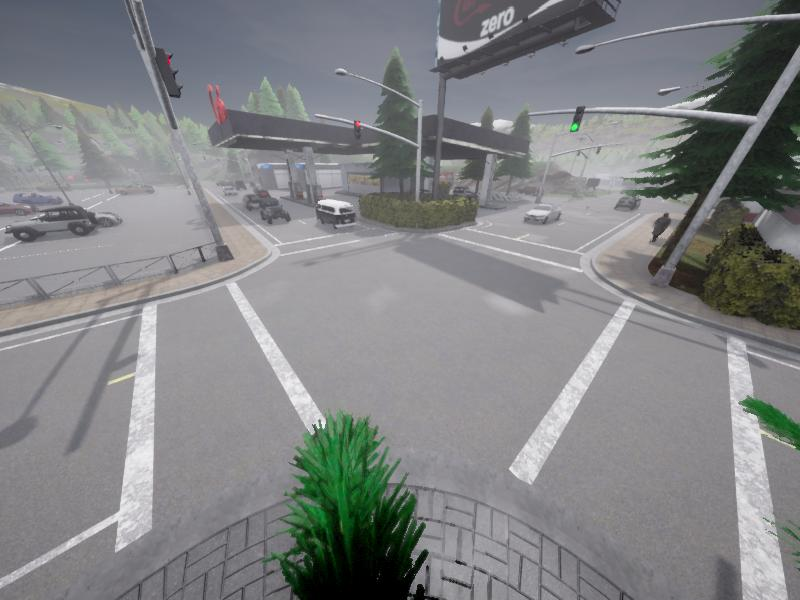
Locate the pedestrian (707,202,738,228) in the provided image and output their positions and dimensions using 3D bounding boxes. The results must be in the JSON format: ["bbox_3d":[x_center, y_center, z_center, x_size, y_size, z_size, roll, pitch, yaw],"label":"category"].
[{"bbox_3d":[25.952,-6.837,18.611,0.751,1.860,0.751,-21,36,-32],"label":"pedestrian"}]

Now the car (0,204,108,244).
[{"bbox_3d":[-23.841,-5.383,15.979,3.866,1.878,1.905,-23,37,-34],"label":"car"}]

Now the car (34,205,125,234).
[{"bbox_3d":[-25.501,-6.610,18.671,3.806,1.475,1.970,-23,37,-34],"label":"car"}]

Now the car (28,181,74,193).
[{"bbox_3d":[-71.424,-23.287,47.456,4.605,1.855,1.932,-23,37,-34],"label":"car"}]

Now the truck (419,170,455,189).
[{"bbox_3d":[8.601,-29.045,55.477,2.891,3.827,8.468,-22,37,-33],"label":"truck"}]

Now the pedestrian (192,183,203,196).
[{"bbox_3d":[-34.446,-18.759,39.274,0.751,1.860,0.751,-23,37,-35],"label":"pedestrian"}]

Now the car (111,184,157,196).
[{"bbox_3d":[-47.482,-19.774,41.410,5.027,1.636,2.152,-23,37,-34],"label":"car"}]

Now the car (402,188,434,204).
[{"bbox_3d":[2.620,-15.713,34.677,2.242,1.667,4.611,-23,37,-34],"label":"car"}]

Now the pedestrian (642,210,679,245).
[{"bbox_3d":[15.839,-4.427,14.069,0.751,1.860,0.751,-20,36,-31],"label":"pedestrian"}]

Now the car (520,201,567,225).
[{"bbox_3d":[13.323,-8.082,21.356,4.674,1.442,1.812,-22,36,-34],"label":"car"}]

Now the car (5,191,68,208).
[{"bbox_3d":[-45.788,-12.777,29.270,3.633,1.501,1.845,-23,37,-34],"label":"car"}]

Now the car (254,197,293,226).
[{"bbox_3d":[-11.869,-8.361,21.588,1.905,1.878,3.866,-22,37,-33],"label":"car"}]

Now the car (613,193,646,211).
[{"bbox_3d":[26.983,-11.542,27.160,3.705,1.549,1.789,-21,36,-34],"label":"car"}]

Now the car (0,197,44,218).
[{"bbox_3d":[-39.420,-8.945,22.590,4.514,1.523,2.007,-23,37,-34],"label":"car"}]

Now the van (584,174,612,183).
[{"bbox_3d":[62.717,-38.509,73.122,1.988,2.561,5.915,-22,37,-33],"label":"van"}]

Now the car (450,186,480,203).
[{"bbox_3d":[9.747,-16.005,34.849,1.905,1.878,3.866,-23,37,-34],"label":"car"}]

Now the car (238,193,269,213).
[{"bbox_3d":[-17.656,-11.759,27.740,2.033,1.649,4.856,-22,36,-33],"label":"car"}]

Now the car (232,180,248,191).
[{"bbox_3d":[-35.570,-25.495,51.265,1.905,1.878,3.866,-22,37,-33],"label":"car"}]

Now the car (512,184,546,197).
[{"bbox_3d":[22.745,-19.455,40.899,2.097,1.767,4.553,-21,36,-32],"label":"car"}]

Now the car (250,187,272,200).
[{"bbox_3d":[-23.054,-17.742,38.200,2.007,1.525,4.514,-22,37,-33],"label":"car"}]

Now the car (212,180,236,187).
[{"bbox_3d":[-45.991,-30.565,60.460,4.792,1.488,2.163,10,31,16],"label":"car"}]

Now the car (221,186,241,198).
[{"bbox_3d":[-29.503,-18.883,40.226,1.970,1.475,3.806,-22,37,-33],"label":"car"}]

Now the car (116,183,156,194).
[{"bbox_3d":[-49.532,-20.953,43.472,4.514,1.523,2.007,-23,37,-34],"label":"car"}]

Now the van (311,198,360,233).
[{"bbox_3d":[-5.520,-7.327,19.644,2.069,2.038,4.480,-22,37,-33],"label":"van"}]
